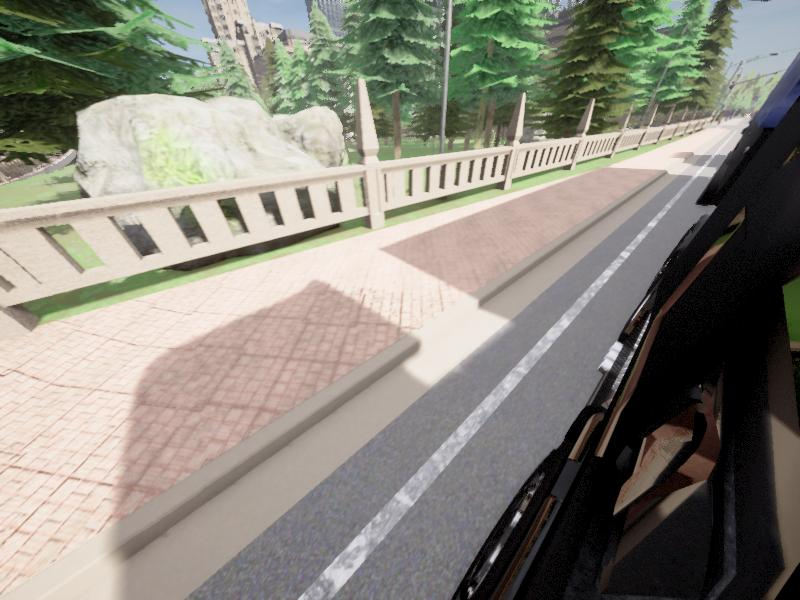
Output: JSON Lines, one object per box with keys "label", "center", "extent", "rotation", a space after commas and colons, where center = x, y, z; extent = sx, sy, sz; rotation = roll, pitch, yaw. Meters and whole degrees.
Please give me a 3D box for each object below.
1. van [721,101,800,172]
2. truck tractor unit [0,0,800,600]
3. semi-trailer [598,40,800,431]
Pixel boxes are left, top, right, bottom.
{"label": "van", "center": [18.969, -8.269, 11.520], "extent": [6.366, 2.431, 2.351], "rotation": [-28, 44, -30]}
{"label": "truck tractor unit", "center": [2.645, -0.295, 0.352], "extent": [6.516, 4.208, 3.053], "rotation": [-28, 44, -30]}
{"label": "semi-trailer", "center": [8.694, -3.600, 4.243], "extent": [14.254, 4.402, 2.717], "rotation": [-28, 44, -30]}
